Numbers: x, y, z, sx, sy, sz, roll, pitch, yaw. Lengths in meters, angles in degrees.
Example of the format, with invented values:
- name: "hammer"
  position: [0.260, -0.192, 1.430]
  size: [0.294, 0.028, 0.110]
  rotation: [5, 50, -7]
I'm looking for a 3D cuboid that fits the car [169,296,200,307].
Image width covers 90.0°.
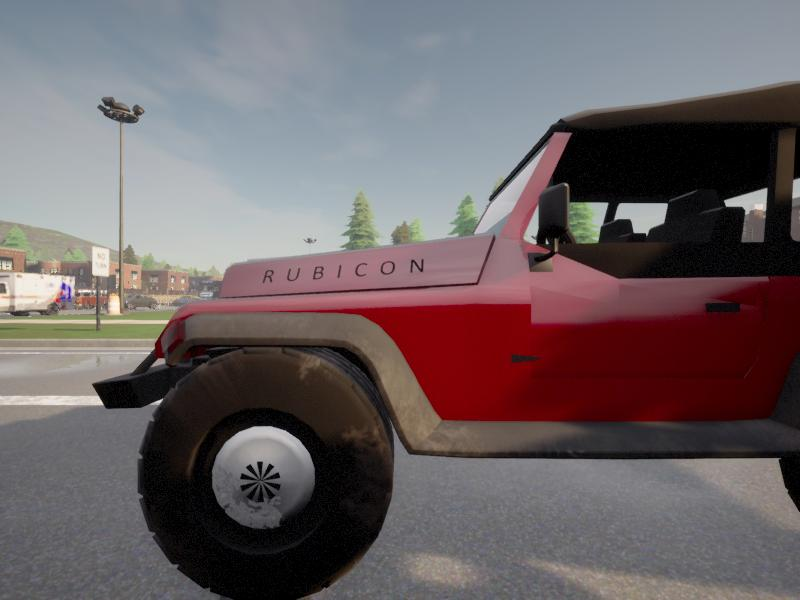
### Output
- name: "car"
  position: [-32.142, 0.226, 59.792]
  size: [2.038, 1.542, 4.974]
  rotation: [0, 0, -1]

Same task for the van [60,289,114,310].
- name: "van"
  position: [-31.913, -0.030, 41.006]
  size: [2.069, 2.038, 4.480]
  rotation: [0, 0, -1]

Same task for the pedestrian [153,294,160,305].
- name: "pedestrian"
  position: [-42.205, -0.115, 69.203]
  size: [0.751, 1.860, 0.751]
  rotation: [0, 0, -1]

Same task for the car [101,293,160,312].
- name: "car"
  position: [-24.856, 0.180, 37.136]
  size: [2.152, 1.651, 5.027]
  rotation: [0, 0, -1]

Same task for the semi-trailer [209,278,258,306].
- name: "semi-trailer"
  position: [-28.787, -1.218, 70.099]
  size: [2.717, 4.402, 14.254]
  rotation: [0, 0, -1]

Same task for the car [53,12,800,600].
- name: "car"
  position: [0.853, 0.046, 2.203]
  size: [3.866, 1.878, 1.905]
  rotation: [0, 0, 0]

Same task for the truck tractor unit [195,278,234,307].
- name: "truck tractor unit"
  position: [-28.672, -1.125, 62.186]
  size: [3.053, 4.208, 6.516]
  rotation: [0, 0, -1]

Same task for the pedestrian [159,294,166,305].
- name: "pedestrian"
  position: [-41.047, -0.115, 69.214]
  size: [0.751, 1.860, 0.751]
  rotation: [0, 0, -1]

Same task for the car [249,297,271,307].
- name: "car"
  position: [-21.664, 0.269, 62.130]
  size: [1.812, 1.442, 4.674]
  rotation: [0, 0, -1]

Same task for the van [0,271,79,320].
- name: "van"
  position: [-21.180, -0.222, 21.814]
  size: [2.351, 2.431, 6.366]
  rotation: [0, 0, -1]
